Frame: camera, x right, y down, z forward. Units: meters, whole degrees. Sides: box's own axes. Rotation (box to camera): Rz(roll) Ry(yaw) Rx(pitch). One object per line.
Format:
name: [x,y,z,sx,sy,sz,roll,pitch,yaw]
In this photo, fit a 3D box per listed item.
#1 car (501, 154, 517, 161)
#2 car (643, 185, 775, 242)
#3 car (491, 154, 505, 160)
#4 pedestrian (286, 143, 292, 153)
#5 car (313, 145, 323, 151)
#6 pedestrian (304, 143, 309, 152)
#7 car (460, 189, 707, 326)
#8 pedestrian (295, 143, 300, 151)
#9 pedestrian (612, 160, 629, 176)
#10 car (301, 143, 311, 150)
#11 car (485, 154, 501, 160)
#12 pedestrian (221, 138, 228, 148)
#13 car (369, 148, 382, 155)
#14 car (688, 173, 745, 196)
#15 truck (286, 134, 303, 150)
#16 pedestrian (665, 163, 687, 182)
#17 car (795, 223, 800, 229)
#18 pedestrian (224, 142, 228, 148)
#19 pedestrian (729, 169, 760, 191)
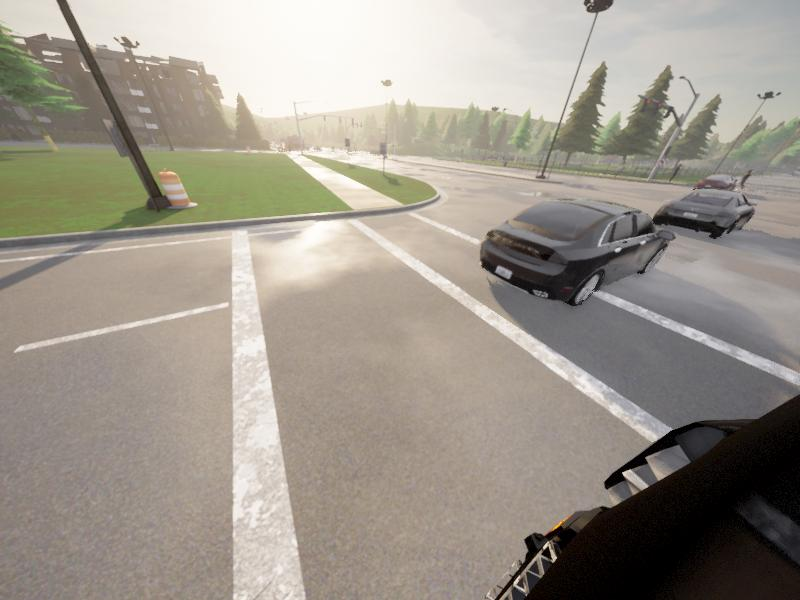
car: [36.310,-47.258,76.732,4.856,1.649,2.033,-16,38,-26]
car: [11.999,-3.517,9.007,4.181,1.385,1.994,-16,38,-26]
car: [33.267,-48.589,78.601,3.988,1.617,1.851,-16,38,-26]
pedestrian: [-23.568,-32.389,49.225,0.751,1.860,0.751,-15,37,-25]
car: [-26.680,-49.520,75.201,1.837,1.490,4.892,-16,38,-26]
pedestrian: [-25.402,-41.465,62.778,0.751,1.860,0.751,-18,39,-29]
car: [3.859,-1.275,4.852,4.892,1.490,1.837,-16,38,-26]
pedestrian: [-27.387,-40.841,61.677,0.751,1.860,0.751,-15,38,-26]
pedestrian: [29.841,-17.852,31.314,0.751,1.860,0.751,-13,37,-23]
car: [-30.177,-49.287,74.235,1.905,1.878,3.866,-16,38,-26]
car: [32.828,-50.614,81.795,5.027,1.651,2.152,-16,38,-26]
pedestrian: [-41.457,-37.152,54.700,0.751,1.860,0.751,-14,37,-24]
car: [-7.084,-42.767,66.463,1.930,1.638,5.238,-15,38,-26]
car: [28.166,-10.341,20.540,4.674,1.442,1.812,-16,38,-26]
truck: [-32.628,-48.716,71.406,2.891,3.827,8.468,-16,38,-26]
pedestrian: [32.307,-14.909,27.070,0.751,1.860,0.751,-13,37,-23]
car: [19.225,-2.915,8.680,1.994,1.385,4.181,-15,38,-25]
pedestrian: [-41.764,-37.147,55.357,0.500,1.100,0.500,-15,38,-26]
pedestrian: [35.060,-12.235,23.533,0.751,1.860,0.751,-8,35,-16]
